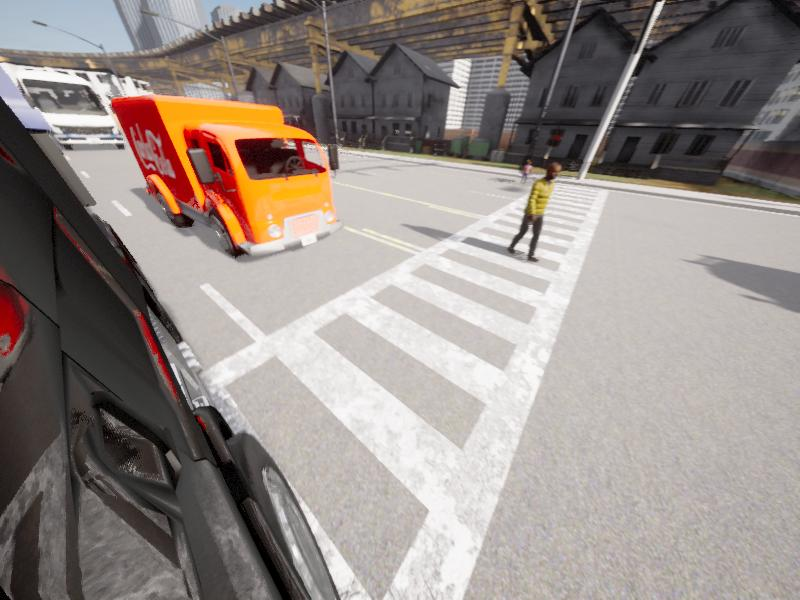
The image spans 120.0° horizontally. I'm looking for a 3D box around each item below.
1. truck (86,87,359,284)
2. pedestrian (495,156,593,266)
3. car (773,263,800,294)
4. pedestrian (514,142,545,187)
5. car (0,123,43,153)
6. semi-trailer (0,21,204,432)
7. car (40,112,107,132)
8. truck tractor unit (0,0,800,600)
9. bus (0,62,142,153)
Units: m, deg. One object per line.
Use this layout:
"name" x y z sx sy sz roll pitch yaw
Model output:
"truck" -3.782 -2.887 5.219 5.204 2.467 2.627 27 43 28
"pedestrian" 2.668 -1.697 4.537 0.751 1.860 0.751 -7 38 -13
"car" 9.280 0.337 2.461 1.930 1.638 5.238 -12 39 -19
"pedestrian" 6.551 -6.861 11.753 0.751 1.860 0.751 21 40 23
"car" -26.470 -11.002 15.567 5.357 1.411 2.033 26 43 28
"semi-trailer" -8.831 -3.509 4.097 14.254 4.402 2.717 26 42 28
"car" -48.040 -26.245 34.121 5.566 2.045 2.150 1 36 -2
"truck tractor unit" -2.645 -0.295 0.351 6.516 4.208 3.053 28 44 30
"bus" -24.923 -14.205 17.587 10.273 4.253 3.944 27 43 29
